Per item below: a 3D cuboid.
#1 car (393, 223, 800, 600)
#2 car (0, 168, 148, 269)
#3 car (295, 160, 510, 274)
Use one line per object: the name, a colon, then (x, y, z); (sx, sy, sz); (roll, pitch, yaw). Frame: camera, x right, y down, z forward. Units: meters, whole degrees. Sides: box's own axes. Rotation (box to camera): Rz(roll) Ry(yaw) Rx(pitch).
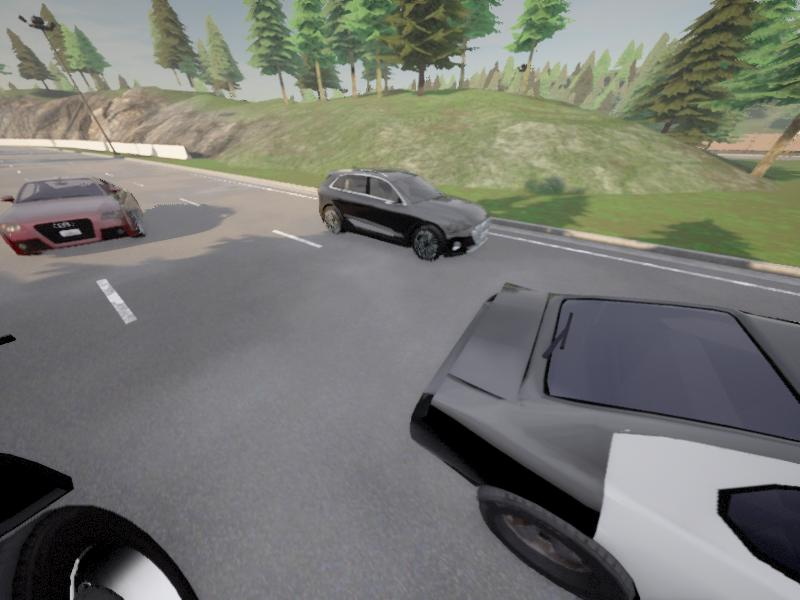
car: (2.590, 1.134, 1.004); (4.974, 1.542, 2.038); (22, 41, 28)
car: (-8.526, -2.485, 6.174); (1.994, 1.385, 4.181); (-27, 43, -33)
car: (-0.151, -2.481, 6.019); (4.856, 1.649, 2.033); (22, 41, 28)
